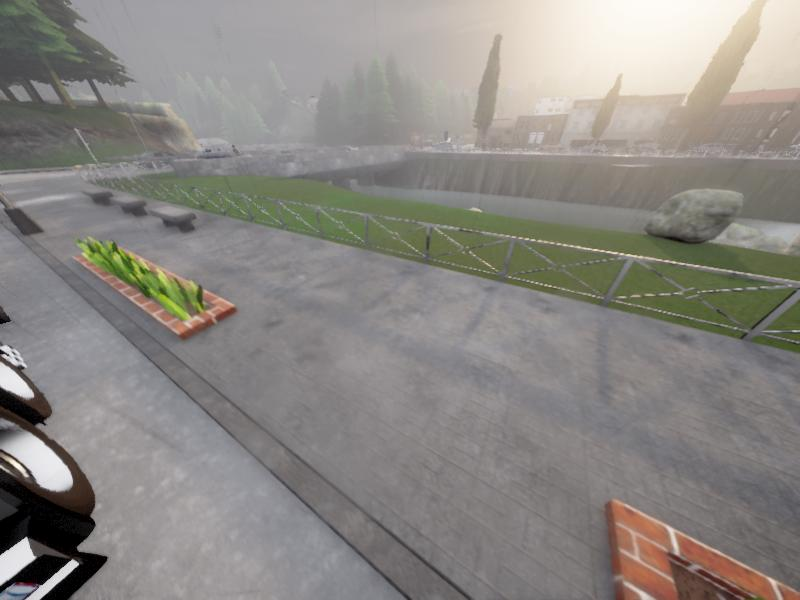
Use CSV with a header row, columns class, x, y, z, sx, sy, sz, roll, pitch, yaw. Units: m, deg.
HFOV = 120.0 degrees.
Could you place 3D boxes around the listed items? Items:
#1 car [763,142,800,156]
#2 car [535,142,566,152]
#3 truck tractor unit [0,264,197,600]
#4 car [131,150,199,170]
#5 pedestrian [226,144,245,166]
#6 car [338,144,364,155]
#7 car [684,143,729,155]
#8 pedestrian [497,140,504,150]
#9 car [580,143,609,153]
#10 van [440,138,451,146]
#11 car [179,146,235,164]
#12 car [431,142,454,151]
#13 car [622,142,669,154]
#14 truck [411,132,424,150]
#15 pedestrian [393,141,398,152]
class,x,y,z,sx,sy,sz,roll,pitch,yaw
car,58.139,-21.966,33.603,5.238,1.638,1.930,18,39,24
car,30.437,-30.968,46.800,5.027,1.651,2.152,18,39,24
truck tractor unit,-5.111,-0.301,0.781,6.516,4.208,3.053,18,39,24
car,-23.396,-14.140,23.237,1.816,1.474,4.193,17,39,24
pedestrian,-16.821,-14.885,23.671,0.751,1.860,0.751,18,39,24
car,-9.129,-28.416,43.569,2.038,1.542,4.974,18,39,24
car,49.748,-24.628,37.646,3.806,1.475,1.970,18,39,24
pedestrian,23.275,-35.757,53.310,0.751,1.860,0.751,-24,41,-30
car,36.729,-28.862,43.845,3.806,1.475,1.970,18,39,24
van,17.191,-59.584,87.186,1.988,2.561,5.915,18,39,24
car,-24.032,-18.233,28.951,2.242,1.667,4.611,18,39,25
car,10.355,-37.464,56.307,4.856,1.649,2.033,17,39,24
car,43.141,-26.845,40.747,5.238,1.638,1.930,18,39,24
truck,4.816,-42.755,62.028,2.891,3.827,8.468,4,35,6
pedestrian,-0.860,-31.068,46.792,0.751,1.860,0.751,17,38,23
